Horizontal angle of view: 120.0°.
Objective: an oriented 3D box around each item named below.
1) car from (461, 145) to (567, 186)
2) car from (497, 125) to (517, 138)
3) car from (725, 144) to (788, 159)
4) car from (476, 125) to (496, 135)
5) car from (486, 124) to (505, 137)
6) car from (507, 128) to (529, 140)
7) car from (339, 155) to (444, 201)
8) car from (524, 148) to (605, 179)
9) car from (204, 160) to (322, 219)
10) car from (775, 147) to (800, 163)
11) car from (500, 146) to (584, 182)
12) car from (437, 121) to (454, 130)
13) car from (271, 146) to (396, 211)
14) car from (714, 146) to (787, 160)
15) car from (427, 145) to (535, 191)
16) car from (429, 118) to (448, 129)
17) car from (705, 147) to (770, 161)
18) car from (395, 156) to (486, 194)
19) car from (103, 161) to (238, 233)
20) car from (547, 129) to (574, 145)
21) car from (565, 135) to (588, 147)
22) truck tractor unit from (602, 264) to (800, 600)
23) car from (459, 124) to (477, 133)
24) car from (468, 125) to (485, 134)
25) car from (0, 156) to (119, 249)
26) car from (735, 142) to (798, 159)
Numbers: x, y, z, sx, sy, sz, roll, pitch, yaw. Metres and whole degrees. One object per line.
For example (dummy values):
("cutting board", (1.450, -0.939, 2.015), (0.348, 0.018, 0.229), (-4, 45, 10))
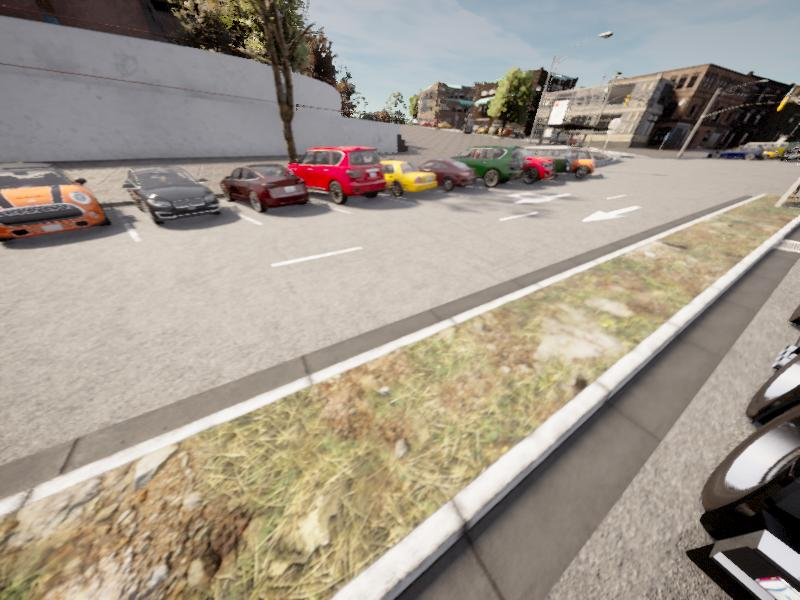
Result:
("car", (7.388, -9.179, 15.526), (5.566, 2.045, 2.435), (25, 41, 33))
("car", (22.757, -35.873, 49.163), (1.878, 1.987, 4.442), (31, 44, 28))
("car", (51.983, -21.811, 33.892), (2.185, 1.767, 4.553), (-28, 43, -36))
("car", (19.969, -39.287, 53.483), (1.946, 1.575, 5.366), (31, 44, 28))
("car", (21.274, -37.603, 51.158), (1.878, 1.987, 4.442), (31, 44, 28))
("car", (24.280, -34.019, 47.384), (2.231, 1.521, 4.892), (31, 44, 28))
("car", (-0.613, -6.533, 12.076), (5.366, 1.575, 1.946), (25, 42, 32))
("car", (12.640, -10.722, 18.022), (4.553, 1.767, 2.185), (26, 42, 33))
("car", (-5.699, -4.763, 9.532), (4.792, 1.488, 2.163), (25, 42, 32))
("car", (50.513, -18.326, 29.085), (4.902, 1.511, 2.128), (-14, 37, -20))
("car", (10.075, -9.955, 16.714), (4.442, 1.987, 1.878), (26, 41, 33))
("car", (12.515, -47.900, 63.410), (1.946, 1.575, 5.366), (30, 44, 28))
("car", (-3.096, -5.839, 10.614), (5.566, 2.045, 2.435), (25, 42, 32))
("car", (49.380, -20.925, 32.808), (1.946, 1.575, 5.366), (-29, 43, -36))
("car", (4.723, -8.360, 14.321), (5.566, 2.045, 2.435), (25, 42, 32))
("car", (10.891, -49.721, 65.098), (2.435, 2.045, 5.566), (30, 44, 27))
("car", (46.466, -20.364, 32.054), (2.163, 1.488, 4.792), (-29, 44, -36))
("car", (2.137, -7.268, 13.234), (4.674, 1.452, 2.002), (25, 42, 32))
("car", (-8.275, -3.937, 8.271), (4.892, 1.521, 2.231), (25, 41, 32))
("car", (28.756, -29.052, 41.275), (2.435, 2.045, 5.566), (31, 44, 28))
("car", (30.199, -27.086, 39.447), (2.002, 1.452, 4.674), (31, 44, 28))
("truck tractor unit", (5.112, -0.299, 0.786), (6.516, 4.208, 3.053), (-18, 39, -24))
("car", (16.873, -42.628, 57.375), (2.002, 1.452, 4.674), (31, 44, 28))
("car", (18.370, -40.902, 55.386), (2.002, 1.452, 4.674), (31, 44, 28))
("car", (-10.895, -3.205, 6.976), (4.553, 1.767, 2.185), (25, 41, 32))
("car", (54.848, -22.524, 34.758), (1.878, 1.987, 4.442), (-28, 43, -35))
